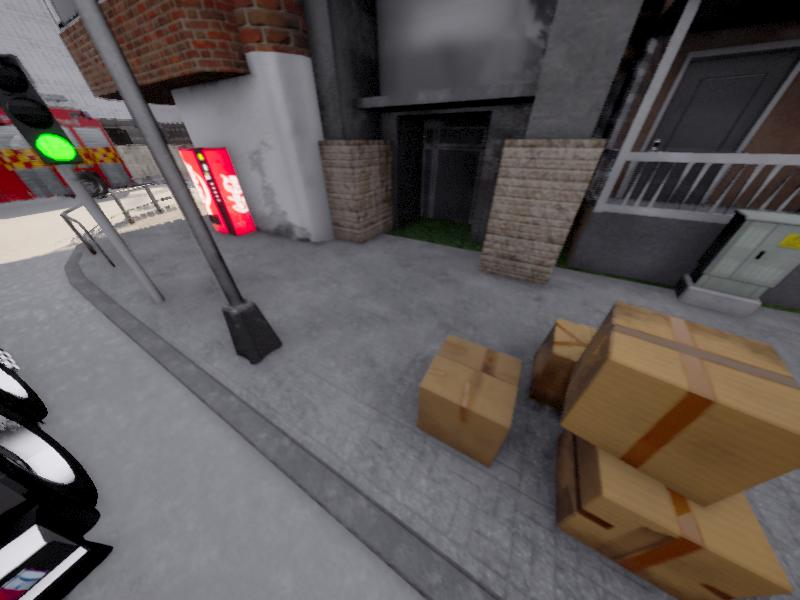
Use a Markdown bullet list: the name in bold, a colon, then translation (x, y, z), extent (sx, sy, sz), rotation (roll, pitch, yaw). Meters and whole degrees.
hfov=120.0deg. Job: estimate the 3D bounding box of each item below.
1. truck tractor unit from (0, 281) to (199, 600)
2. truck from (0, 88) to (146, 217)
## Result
- **truck tractor unit**: translation (-5.141, -0.269, 0.743), extent (6.516, 4.208, 3.053), rotation (17, 38, 23)
- **truck**: translation (-16.015, -5.101, 8.102), extent (2.891, 3.827, 8.468), rotation (10, 36, 15)
